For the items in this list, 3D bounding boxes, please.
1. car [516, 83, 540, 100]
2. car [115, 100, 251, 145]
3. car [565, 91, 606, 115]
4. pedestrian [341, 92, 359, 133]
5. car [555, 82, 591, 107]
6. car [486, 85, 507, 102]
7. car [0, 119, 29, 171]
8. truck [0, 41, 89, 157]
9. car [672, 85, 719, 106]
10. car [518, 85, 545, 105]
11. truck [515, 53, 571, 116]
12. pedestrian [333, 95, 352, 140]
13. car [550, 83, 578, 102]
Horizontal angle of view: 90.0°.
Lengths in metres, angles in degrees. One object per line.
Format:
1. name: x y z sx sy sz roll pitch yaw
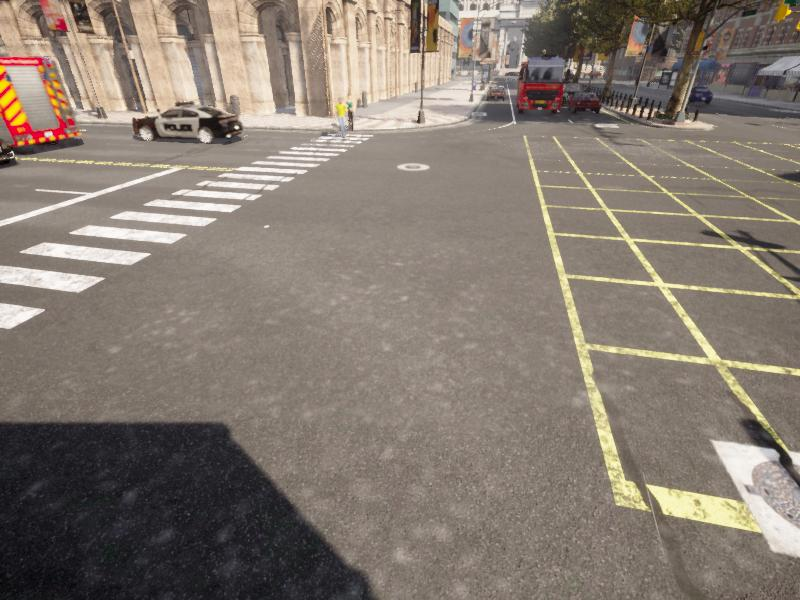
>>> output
1. car: 13.929 -22.862 43.828 1.994 1.385 4.181 6 31 10
2. car: -9.956 -8.304 18.609 5.238 1.638 1.930 6 31 11
3. car: 14.102 -15.122 30.644 1.895 1.301 4.718 6 31 11
4. pedestrian: -2.600 -9.750 20.823 0.751 1.860 0.751 -1 30 -2
5. car: 15.616 -18.742 36.350 2.097 1.767 4.553 6 31 11
6. car: 9.978 -21.411 41.402 1.895 1.301 4.718 6 31 11
7. car: -15.828 -5.279 13.570 4.892 1.490 1.837 6 31 11
8. truck: -18.398 -8.376 16.562 8.468 3.827 2.891 6 31 11
9. car: 27.692 -19.297 37.655 1.812 1.442 4.674 6 31 11
10. car: 12.494 -19.655 38.227 1.970 1.475 3.806 6 31 11
11. truck: 10.813 -16.895 31.170 2.891 3.827 8.468 6 31 11
12. pedestrian: -2.706 -8.566 18.797 0.751 1.860 0.751 -5 31 -8
13. car: 16.913 -21.521 41.426 1.970 1.475 3.806 7 31 11
